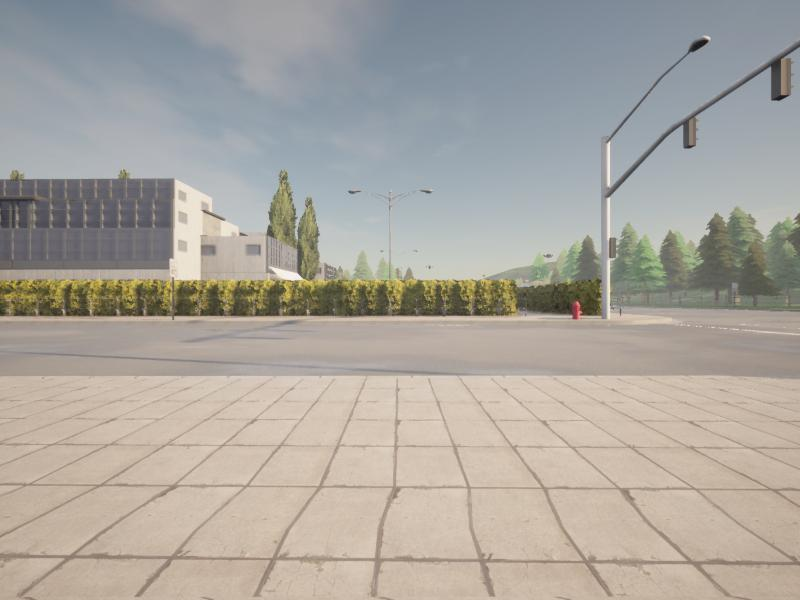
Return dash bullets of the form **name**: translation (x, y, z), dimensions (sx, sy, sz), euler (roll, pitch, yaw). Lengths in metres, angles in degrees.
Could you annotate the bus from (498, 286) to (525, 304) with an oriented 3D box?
- **bus**: translation (27.719, -1.162, 100.145), dimensions (3.944, 4.253, 10.273), euler (0, 0, 1)
